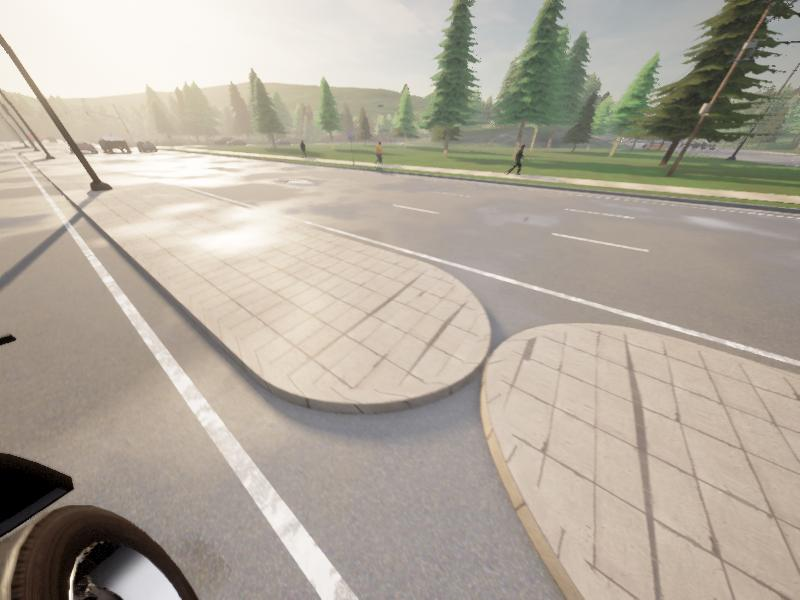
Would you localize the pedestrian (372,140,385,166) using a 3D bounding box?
[{"bbox_3d":[-1.853,-13.068,20.522,0.751,1.860,0.751,24,41,29],"label":"pedestrian"}]

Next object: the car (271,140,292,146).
[{"bbox_3d":[-35.253,-46.823,68.791,2.128,1.511,4.902,23,41,28],"label":"car"}]

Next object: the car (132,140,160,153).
[{"bbox_3d":[-42.277,-25.583,38.433,3.988,1.617,1.851,22,41,28],"label":"car"}]

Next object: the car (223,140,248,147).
[{"bbox_3d":[-44.717,-42.787,62.921,1.837,1.490,4.892,23,41,28],"label":"car"}]

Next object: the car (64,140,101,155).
[{"bbox_3d":[-46.694,-22.467,33.957,5.027,1.651,2.152,22,41,28],"label":"car"}]

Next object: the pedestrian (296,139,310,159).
[{"bbox_3d":[-10.828,-16.906,25.886,0.751,1.860,0.751,23,41,29],"label":"pedestrian"}]

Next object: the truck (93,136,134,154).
[{"bbox_3d":[-45.341,-24.575,36.546,6.274,2.098,2.390,22,41,28],"label":"truck"}]

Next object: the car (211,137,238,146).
[{"bbox_3d":[-50.219,-45.527,66.294,2.150,2.045,5.566,23,41,28],"label":"car"}]

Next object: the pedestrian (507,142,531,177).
[{"bbox_3d":[7.635,-9.020,14.865,0.751,1.860,0.751,24,41,30],"label":"pedestrian"}]
